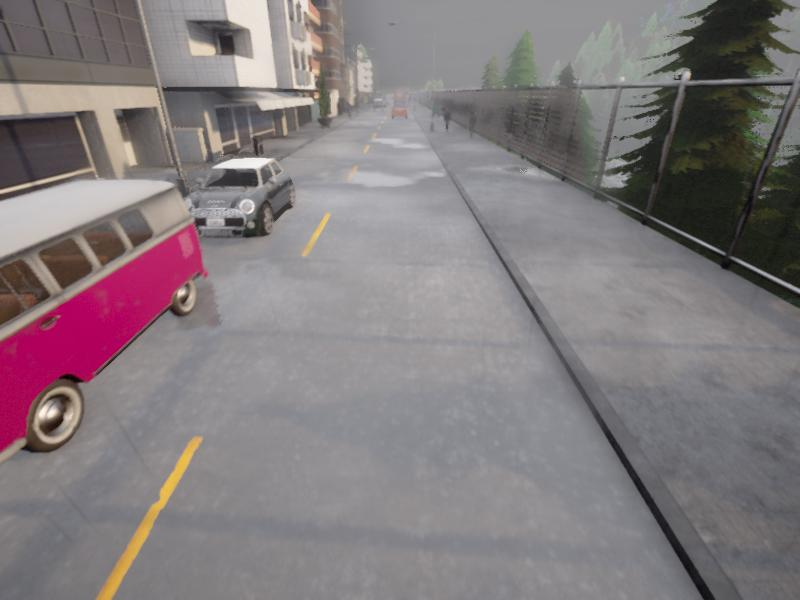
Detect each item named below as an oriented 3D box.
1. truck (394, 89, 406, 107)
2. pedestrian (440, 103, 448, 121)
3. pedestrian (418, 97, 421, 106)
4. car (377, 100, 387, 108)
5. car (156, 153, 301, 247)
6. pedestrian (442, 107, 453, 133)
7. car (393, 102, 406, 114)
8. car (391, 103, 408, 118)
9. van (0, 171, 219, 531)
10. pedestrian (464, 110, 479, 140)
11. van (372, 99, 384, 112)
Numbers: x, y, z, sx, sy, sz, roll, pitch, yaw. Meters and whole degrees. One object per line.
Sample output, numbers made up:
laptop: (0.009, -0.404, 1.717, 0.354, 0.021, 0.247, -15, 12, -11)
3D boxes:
truck: (-0.099, -50.990, 100.865, 2.891, 3.827, 8.468, 0, 27, 0)
pedestrian: (5.053, -21.587, 45.928, 0.751, 1.860, 0.751, -4, 28, -7)
pedestrian: (5.066, -50.684, 102.115, 0.751, 1.860, 0.751, -1, 27, -1)
car: (-4.092, -44.536, 90.981, 2.163, 1.488, 4.792, 0, 27, 0)
car: (-4.011, -2.718, 10.229, 1.970, 1.475, 3.806, 0, 27, 0)
pedestrian: (3.767, -14.319, 31.897, 0.751, 1.860, 0.751, 1, 27, 3)
car: (-0.073, -34.071, 70.905, 2.152, 1.651, 5.027, 0, 27, 0)
car: (-0.057, -25.803, 54.442, 2.097, 1.767, 4.553, 0, 27, 0)
van: (-4.007, -0.022, 4.468, 1.775, 1.987, 4.442, 0, 27, 0)
pedestrian: (4.960, -12.140, 27.684, 0.751, 1.860, 0.751, 0, 27, 0)
van: (-4.076, -36.354, 74.576, 2.069, 2.038, 4.480, 0, 27, 0)
